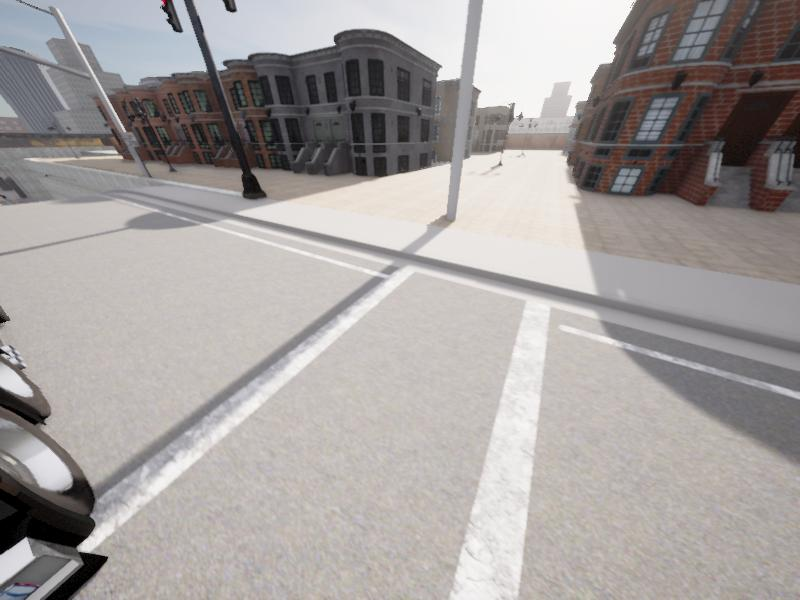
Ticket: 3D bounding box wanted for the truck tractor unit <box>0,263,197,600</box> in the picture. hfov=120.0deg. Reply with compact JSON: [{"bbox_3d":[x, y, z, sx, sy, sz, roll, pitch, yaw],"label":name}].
[{"bbox_3d":[-5.109,-0.303,0.779,6.516,4.208,3.053,18,39,24],"label":"truck tractor unit"}]
